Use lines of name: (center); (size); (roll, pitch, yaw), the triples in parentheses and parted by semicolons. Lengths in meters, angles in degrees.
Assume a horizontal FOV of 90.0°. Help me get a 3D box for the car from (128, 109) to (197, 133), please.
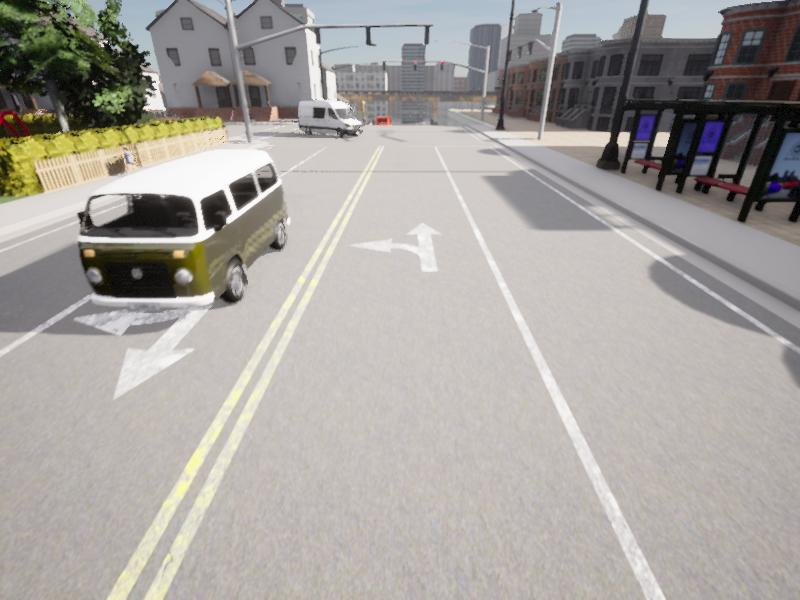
car: (-20.960, -15.884, 35.427); (4.605, 1.855, 1.932); (0, 27, 1)

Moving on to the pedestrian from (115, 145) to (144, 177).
pedestrian: (-10.489, -5.411, 15.538); (0.500, 1.100, 0.500); (1, 27, 3)

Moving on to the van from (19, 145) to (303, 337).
van: (-3.409, -1.427, 7.152); (2.069, 2.038, 4.480); (1, 27, 1)

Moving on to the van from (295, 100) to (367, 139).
van: (-5.517, -14.404, 31.846); (5.915, 2.561, 1.988); (20, 31, 34)

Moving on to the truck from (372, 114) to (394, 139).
truck: (-2.298, -24.036, 55.592); (2.627, 2.467, 5.204); (0, 14, 1)
